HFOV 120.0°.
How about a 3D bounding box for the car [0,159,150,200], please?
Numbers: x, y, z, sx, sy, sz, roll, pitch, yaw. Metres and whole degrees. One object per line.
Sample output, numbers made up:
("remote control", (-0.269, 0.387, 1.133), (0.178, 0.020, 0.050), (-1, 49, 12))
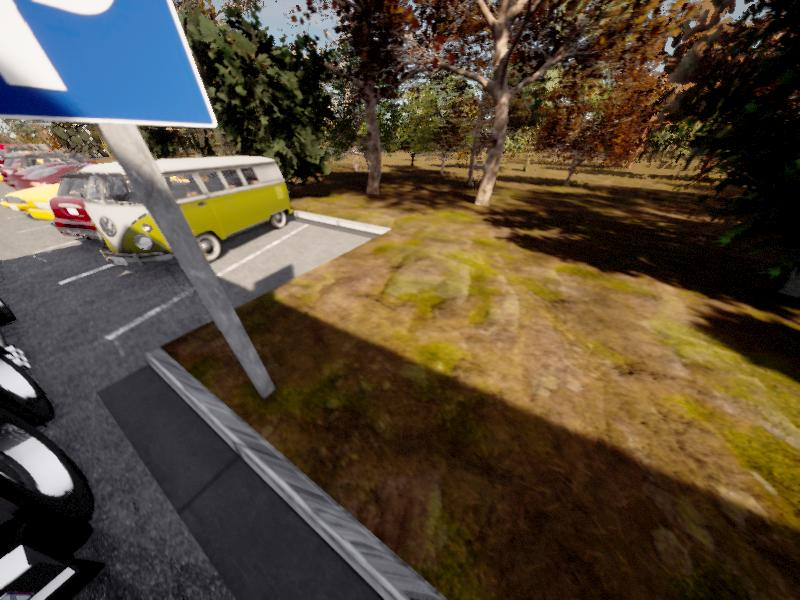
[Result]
("car", (-17.363, -6.709, 12.562), (2.002, 1.452, 4.674), (7, 35, 11))

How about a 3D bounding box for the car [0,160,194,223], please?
("car", (-12.404, -4.844, 9.758), (1.946, 1.575, 5.366), (7, 35, 10))

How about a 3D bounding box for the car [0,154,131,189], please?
("car", (-22.271, -8.683, 15.372), (1.946, 1.575, 5.366), (8, 35, 12))

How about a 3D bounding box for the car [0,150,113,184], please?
("car", (-24.761, -9.630, 16.536), (2.185, 1.767, 4.553), (9, 35, 11))

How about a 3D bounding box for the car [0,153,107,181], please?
("car", (-27.229, -10.446, 17.948), (2.097, 1.535, 5.008), (8, 35, 12))

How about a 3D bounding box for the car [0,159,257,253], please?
("car", (-7.351, -3.260, 7.228), (2.185, 1.767, 4.553), (7, 35, 10))

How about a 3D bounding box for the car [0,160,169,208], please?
("car", (-14.872, -5.805, 11.241), (2.002, 1.452, 4.674), (7, 35, 11))

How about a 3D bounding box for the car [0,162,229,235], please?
("car", (-9.822, -4.158, 8.760), (1.946, 1.575, 5.366), (7, 35, 10))

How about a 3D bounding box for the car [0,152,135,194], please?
("car", (-19.850, -7.745, 13.782), (2.185, 1.767, 4.553), (8, 35, 11))

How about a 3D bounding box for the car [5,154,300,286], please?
("car", (-4.836, -2.426, 5.830), (1.878, 1.987, 4.442), (7, 35, 9))

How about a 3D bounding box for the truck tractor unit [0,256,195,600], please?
("truck tractor unit", (-5.094, -0.316, 0.805), (6.516, 4.208, 3.053), (19, 39, 25))
